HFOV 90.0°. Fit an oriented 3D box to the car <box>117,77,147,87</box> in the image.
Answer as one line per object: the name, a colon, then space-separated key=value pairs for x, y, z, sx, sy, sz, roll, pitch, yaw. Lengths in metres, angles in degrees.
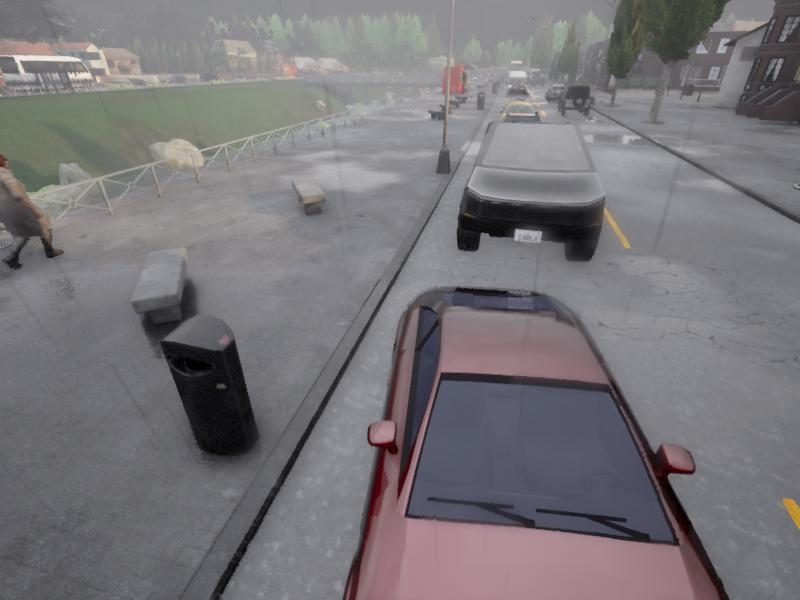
car: x=-47.323 y=-38.573 z=70.734 sx=1.970 sy=1.475 sz=3.806 roll=7 pitch=31 yaw=12

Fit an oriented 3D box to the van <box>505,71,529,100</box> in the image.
van: x=12.668 y=-23.369 z=43.498 sx=1.988 sy=2.561 sz=5.915 roll=7 pitch=31 yaw=12

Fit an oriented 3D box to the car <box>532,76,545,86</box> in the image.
car: x=24.430 y=-38.658 z=70.611 sx=1.789 sy=1.549 sz=3.705 roll=7 pitch=31 yaw=12

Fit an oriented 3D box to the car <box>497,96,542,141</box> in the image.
car: x=6.174 y=-9.596 z=20.871 sx=1.801 sy=1.575 sz=5.366 roll=7 pitch=31 yaw=12

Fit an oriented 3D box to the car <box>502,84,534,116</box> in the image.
car: x=8.706 y=-14.930 z=29.705 sx=1.932 sy=1.855 sz=4.605 roll=7 pitch=31 yaw=12

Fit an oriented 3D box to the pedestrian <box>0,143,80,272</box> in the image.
pedestrian: x=-6.244 y=-1.498 z=6.519 sx=0.751 sy=1.860 sz=0.751 roll=7 pitch=31 yaw=12

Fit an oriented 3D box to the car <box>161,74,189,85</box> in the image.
car: x=-44.763 y=-43.937 z=79.660 sx=2.033 sy=1.649 sz=4.856 roll=7 pitch=31 yaw=12

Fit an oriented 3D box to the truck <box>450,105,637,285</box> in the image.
truck: x=2.773 y=-2.831 z=8.780 sx=2.390 sy=2.098 sz=6.274 roll=7 pitch=31 yaw=12

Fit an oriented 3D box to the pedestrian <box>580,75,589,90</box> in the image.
pedestrian: x=26.147 y=-30.851 z=56.701 sx=0.751 sy=1.860 sz=0.751 roll=8 pitch=31 yaw=13

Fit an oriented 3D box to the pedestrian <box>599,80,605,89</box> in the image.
pedestrian: x=29.977 y=-31.931 z=59.326 sx=0.500 sy=1.100 sz=0.500 roll=6 pitch=31 yaw=10

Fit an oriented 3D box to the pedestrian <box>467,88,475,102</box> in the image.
pedestrian: x=6.748 y=-19.487 z=38.023 sx=0.500 sy=1.100 sz=0.500 roll=-2 pitch=30 yaw=-3

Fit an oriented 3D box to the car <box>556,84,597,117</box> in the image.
car: x=12.545 y=-14.362 z=28.713 sx=1.905 sy=1.878 sz=3.866 roll=7 pitch=31 yaw=12

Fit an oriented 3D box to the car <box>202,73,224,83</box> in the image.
car: x=-39.331 y=-46.729 z=84.210 sx=1.905 sy=1.878 sz=3.866 roll=7 pitch=31 yaw=12

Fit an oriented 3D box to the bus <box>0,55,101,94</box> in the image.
bus: x=-47.716 y=-30.809 z=54.606 sx=3.944 sy=4.253 sz=10.273 roll=7 pitch=31 yaw=12

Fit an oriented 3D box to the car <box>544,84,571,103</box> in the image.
car: x=15.748 y=-20.772 z=40.095 sx=1.970 sy=1.475 sz=3.806 roll=7 pitch=31 yaw=12

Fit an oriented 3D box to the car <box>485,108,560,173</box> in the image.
car: x=4.506 y=-6.140 z=15.025 sx=2.128 sy=1.511 sz=4.902 roll=7 pitch=31 yaw=12

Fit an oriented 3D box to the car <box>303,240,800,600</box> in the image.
car: x=0.792 y=1.019 z=2.945 sx=1.994 sy=1.385 sz=4.181 roll=3 pitch=30 yaw=5

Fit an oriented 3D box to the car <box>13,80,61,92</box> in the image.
car: x=-51.318 y=-30.336 z=56.722 sx=1.895 sy=1.301 sz=4.718 roll=7 pitch=31 yaw=12
